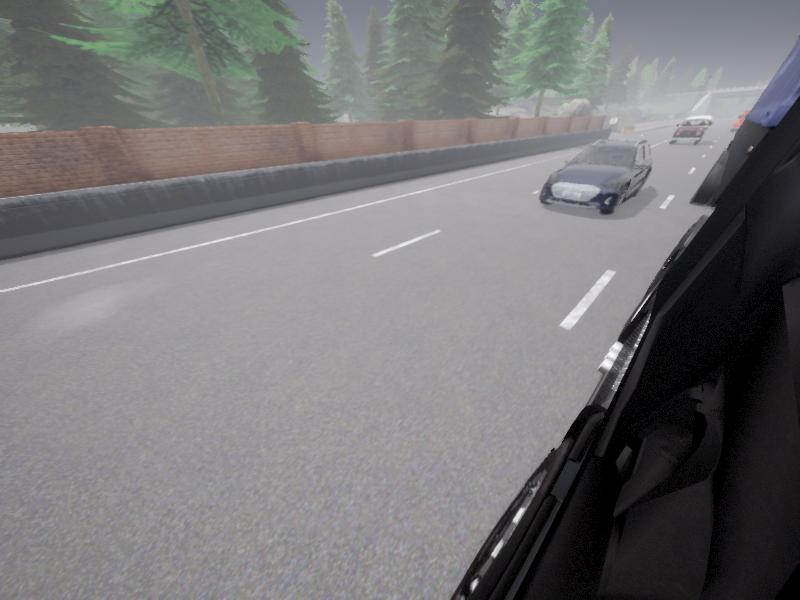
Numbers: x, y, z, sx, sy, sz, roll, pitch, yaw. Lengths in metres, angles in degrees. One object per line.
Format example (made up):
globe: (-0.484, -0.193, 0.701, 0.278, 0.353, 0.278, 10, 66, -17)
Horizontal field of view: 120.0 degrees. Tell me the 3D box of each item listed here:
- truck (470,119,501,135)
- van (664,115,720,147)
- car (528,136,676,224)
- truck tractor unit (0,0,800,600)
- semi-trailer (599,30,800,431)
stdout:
truck: (18.195, -37.039, 49.564, 2.627, 2.467, 5.204, -28, 44, -30)
van: (25.679, -14.895, 20.315, 4.480, 2.038, 2.069, -29, 44, -31)
car: (6.440, -4.058, 7.314, 4.856, 1.649, 2.033, -29, 44, -31)
truck tractor unit: (2.645, -0.295, 0.351, 6.516, 4.208, 3.053, -28, 44, -30)
semi-trailer: (8.635, -3.639, 4.302, 14.254, 4.402, 2.717, -29, 44, -31)
